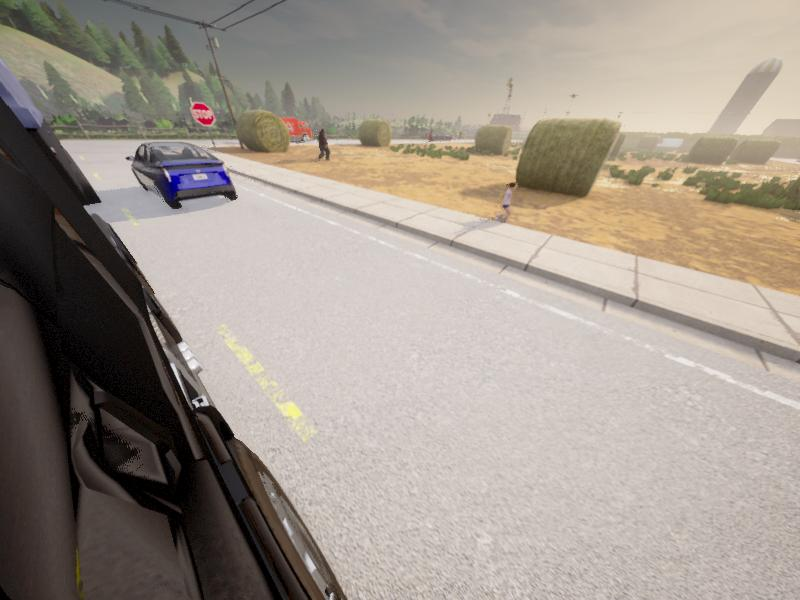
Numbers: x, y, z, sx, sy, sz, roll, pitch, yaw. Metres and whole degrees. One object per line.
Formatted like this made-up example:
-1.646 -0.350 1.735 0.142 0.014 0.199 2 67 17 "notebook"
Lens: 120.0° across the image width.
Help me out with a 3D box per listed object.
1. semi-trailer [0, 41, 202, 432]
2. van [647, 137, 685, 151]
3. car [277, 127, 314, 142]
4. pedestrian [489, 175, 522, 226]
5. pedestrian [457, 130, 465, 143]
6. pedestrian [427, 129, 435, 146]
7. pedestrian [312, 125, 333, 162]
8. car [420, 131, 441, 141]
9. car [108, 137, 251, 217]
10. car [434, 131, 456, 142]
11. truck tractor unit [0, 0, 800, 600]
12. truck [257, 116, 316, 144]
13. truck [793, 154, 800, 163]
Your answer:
-8.709 -3.610 4.200 14.254 4.402 2.717 28 44 29 "semi-trailer"
68.571 -40.298 59.709 5.915 2.561 1.988 28 44 29 "van"
-13.915 -22.175 30.932 1.970 1.475 3.806 30 45 31 "car"
2.790 -2.638 6.146 0.500 1.100 0.500 16 39 17 "pedestrian"
11.314 -30.467 43.040 0.751 1.860 0.751 -15 41 -23 "pedestrian"
4.341 -22.952 32.578 0.751 1.860 0.751 18 39 19 "pedestrian"
-4.810 -9.721 14.409 0.751 1.860 0.751 -18 42 -25 "pedestrian"
6.594 -34.924 49.223 2.007 1.525 4.514 30 45 31 "car"
-7.194 -4.229 7.530 4.514 1.525 2.007 28 44 30 "car"
9.175 -33.492 47.270 2.097 1.767 4.553 30 45 31 "car"
-2.645 -0.295 0.351 6.516 4.208 3.053 28 44 30 "truck tractor unit"
-13.099 -19.934 27.180 2.627 2.467 5.204 30 45 32 "truck"
68.653 -23.642 37.609 2.627 2.467 5.204 27 43 29 "truck"
